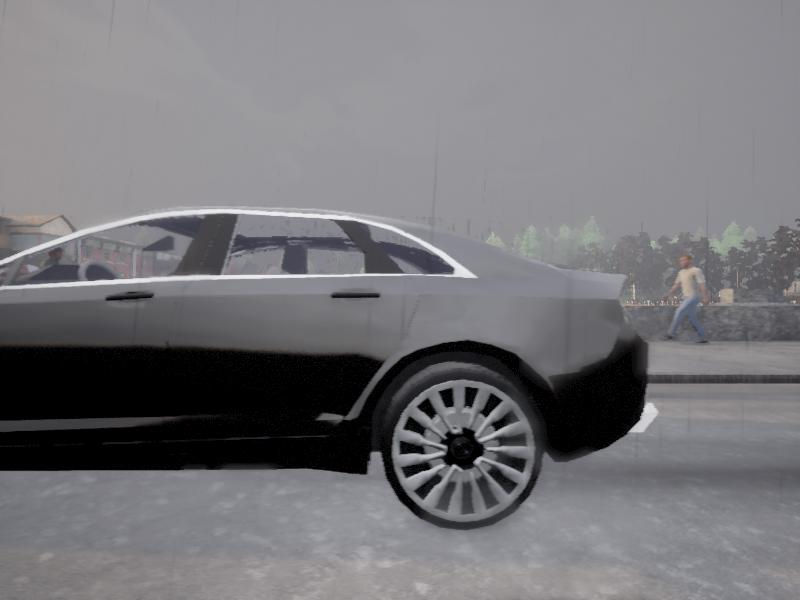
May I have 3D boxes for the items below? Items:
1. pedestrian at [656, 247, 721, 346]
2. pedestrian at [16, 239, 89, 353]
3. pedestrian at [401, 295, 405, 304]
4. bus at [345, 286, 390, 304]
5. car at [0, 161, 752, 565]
[{"bbox_3d":[5.670,-0.066,7.900,0.751,1.860,0.751,0,0,4],"label":"pedestrian"},{"bbox_3d":[-6.076,-0.068,7.041,0.751,1.860,0.751,0,0,-21],"label":"pedestrian"},{"bbox_3d":[0.623,-0.067,83.898,0.751,1.860,0.751,0,0,0],"label":"pedestrian"},{"bbox_3d":[-7.428,-1.140,92.987,10.273,4.253,3.944,0,0,0],"label":"bus"},{"bbox_3d":[-1.115,0.236,2.605,4.902,1.511,2.128,0,0,1],"label":"car"}]
